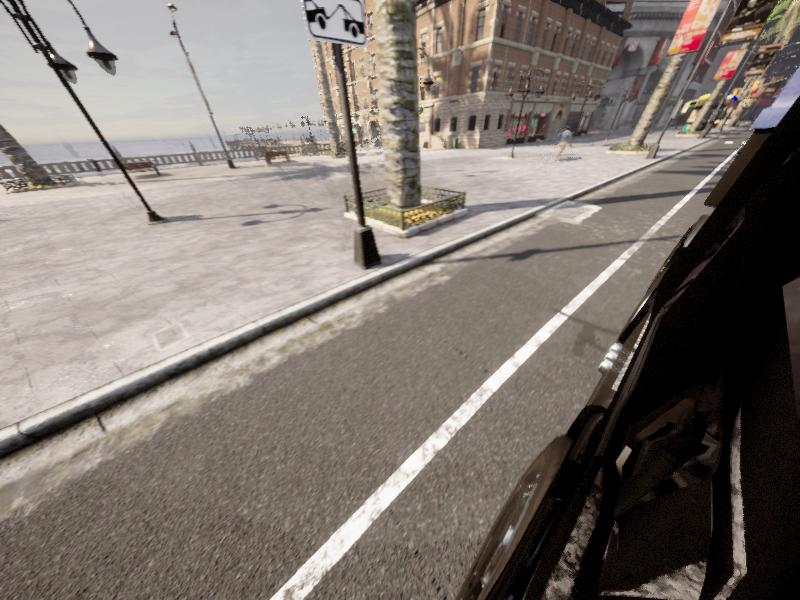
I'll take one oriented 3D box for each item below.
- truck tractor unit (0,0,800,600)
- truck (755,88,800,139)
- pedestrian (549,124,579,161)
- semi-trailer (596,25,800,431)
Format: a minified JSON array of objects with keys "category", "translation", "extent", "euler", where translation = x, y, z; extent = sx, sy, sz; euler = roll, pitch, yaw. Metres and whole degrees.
[{"category":"truck tractor unit","translation":[2.645,-0.295,0.351],"extent":[6.516,4.208,3.053],"euler":[-28,44,-30]},{"category":"truck","translation":[40.602,-19.128,23.682],"extent":[8.468,3.827,2.891],"euler":[-26,43,-29]},{"category":"pedestrian","translation":[10.165,-9.774,14.366],"extent":[0.751,1.860,0.751],"euler":[-24,42,-26]},{"category":"semi-trailer","translation":[8.802,-3.518,4.145],"extent":[14.254,4.402,2.717],"euler":[-27,43,-29]}]
